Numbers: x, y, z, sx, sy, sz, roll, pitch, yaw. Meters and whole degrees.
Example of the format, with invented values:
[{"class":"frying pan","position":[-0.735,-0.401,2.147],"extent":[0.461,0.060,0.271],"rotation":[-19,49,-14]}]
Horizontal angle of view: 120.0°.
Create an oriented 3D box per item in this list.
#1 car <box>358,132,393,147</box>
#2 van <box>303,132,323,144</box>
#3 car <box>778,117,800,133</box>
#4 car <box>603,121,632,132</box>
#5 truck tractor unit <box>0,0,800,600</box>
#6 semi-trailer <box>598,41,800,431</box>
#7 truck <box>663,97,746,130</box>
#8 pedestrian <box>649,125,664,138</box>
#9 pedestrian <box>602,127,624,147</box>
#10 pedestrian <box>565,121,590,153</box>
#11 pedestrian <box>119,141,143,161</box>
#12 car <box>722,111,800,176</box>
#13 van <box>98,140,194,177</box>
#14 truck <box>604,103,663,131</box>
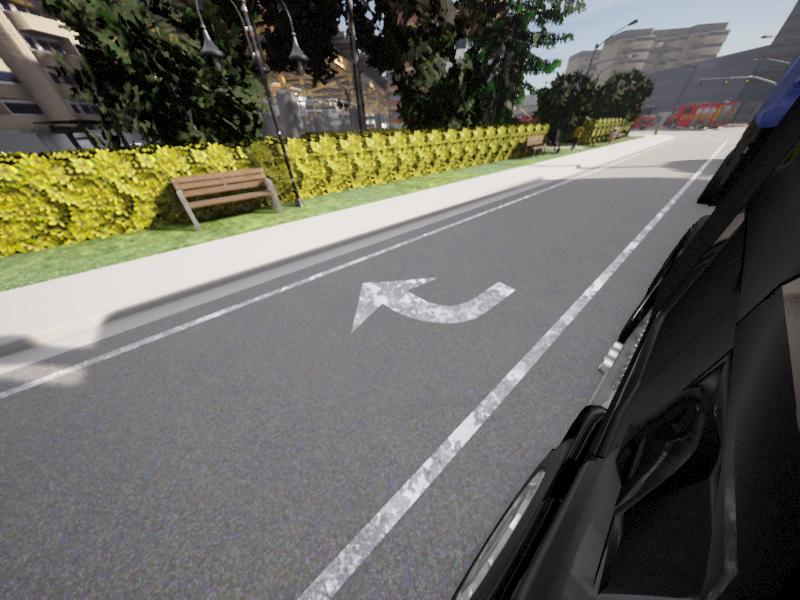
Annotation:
[{"class":"car","position":[-3.749,-24.988,35.890],"extent":[5.027,1.651,2.152],"rotation":[2,37,6]},{"class":"van","position":[-19.116,-35.881,51.062],"extent":[2.069,2.038,4.480],"rotation":[1,37,6]},{"class":"car","position":[45.016,-18.716,24.568],"extent":[4.674,1.442,1.812],"rotation":[15,39,22]},{"class":"car","position":[40.981,-32.706,43.632],"extent":[1.970,1.475,3.806],"rotation":[1,36,5]},{"class":"truck tractor unit","position":[2.645,-0.295,0.351],"extent":[6.516,4.208,3.053],"rotation":[-28,44,-30]},{"class":"semi-trailer","position":[8.691,-3.614,4.230],"extent":[14.254,4.402,2.717],"rotation":[-28,44,-30]},{"class":"truck","position":[51.109,-31.523,39.407],"extent":[2.891,3.827,8.468],"rotation":[1,36,5]},{"class":"pedestrian","position":[27.280,-17.887,24.583],"extent":[0.500,1.100,0.500],"rotation":[-17,39,-18]},{"class":"pedestrian","position":[17.986,-13.803,19.559],"extent":[0.751,1.300,0.751],"rotation":[-25,42,-27]},{"class":"pedestrian","position":[12.884,-11.852,16.815],"extent":[0.751,1.860,0.751],"rotation":[24,45,31]},{"class":"pedestrian","position":[-31.351,-17.320,26.922],"extent":[0.751,1.860,0.751],"rotation":[3,37,7]},{"class":"car","position":[17.478,-7.336,10.619],"extent":[5.566,2.045,2.150],"rotation":[-28,44,-30]},{"class":"van","position":[-19.421,-11.175,18.094],"extent":[2.069,2.038,4.480],"rotation":[1,37,6]},{"class":"truck","position":[44.644,-35.150,44.753],"extent":[2.891,3.827,8.468],"rotation":[1,36,5]}]
